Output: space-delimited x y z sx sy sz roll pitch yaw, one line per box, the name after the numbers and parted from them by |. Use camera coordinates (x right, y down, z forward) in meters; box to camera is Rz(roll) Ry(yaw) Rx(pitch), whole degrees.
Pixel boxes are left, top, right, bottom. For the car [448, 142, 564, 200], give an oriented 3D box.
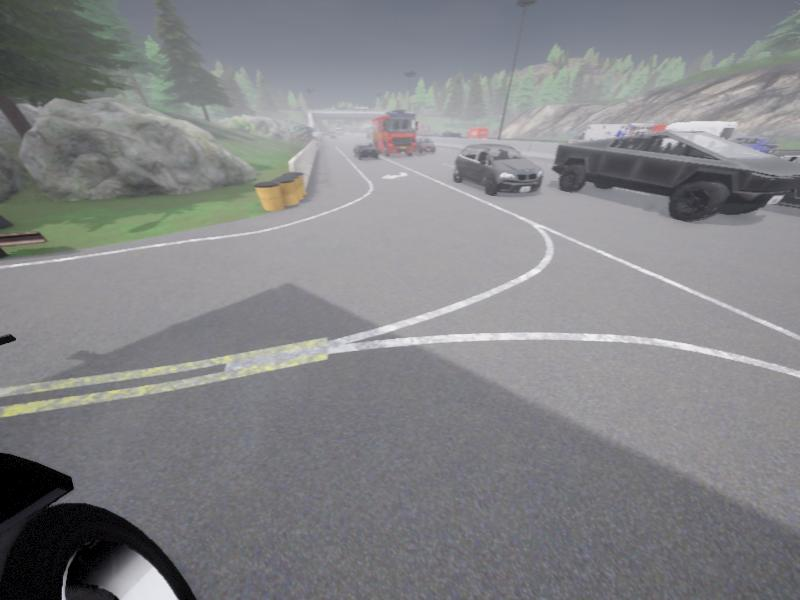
4.268 -6.019 10.445 2.242 1.667 4.611 -10 37 -12 | car

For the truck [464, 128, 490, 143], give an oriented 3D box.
16.336 -35.304 49.417 2.627 2.467 5.204 -10 37 -12 | truck

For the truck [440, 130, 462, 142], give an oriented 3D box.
11.543 -37.640 52.977 2.390 2.098 6.274 -10 37 -12 | truck

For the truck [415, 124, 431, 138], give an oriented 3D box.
8.116 -61.450 83.958 2.891 3.827 8.468 -10 37 -12 | truck

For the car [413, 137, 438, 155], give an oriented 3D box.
2.859 -17.897 26.788 1.816 1.474 4.193 -6 37 -7 | car

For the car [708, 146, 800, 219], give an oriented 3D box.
12.901 -3.107 6.348 2.242 1.667 4.611 -10 37 -12 | car

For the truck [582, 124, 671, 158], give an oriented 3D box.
21.768 -15.713 22.684 2.627 2.467 5.204 -10 38 -12 | truck

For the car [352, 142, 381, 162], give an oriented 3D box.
-3.278 -14.302 22.145 1.895 1.301 4.718 -10 37 -12 | car

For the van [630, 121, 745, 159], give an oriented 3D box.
25.771 -14.763 21.264 1.988 2.561 5.915 -10 37 -13 | van

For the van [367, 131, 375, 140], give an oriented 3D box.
-8.846 -50.172 70.441 1.775 1.987 4.442 -10 37 -12 | van

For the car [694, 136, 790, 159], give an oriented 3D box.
29.875 -13.541 20.436 1.816 1.474 4.193 -10 37 -12 | car

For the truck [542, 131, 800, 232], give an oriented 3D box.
8.657 -4.573 8.048 2.390 2.098 6.274 -10 37 -12 | truck

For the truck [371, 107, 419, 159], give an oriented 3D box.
-0.820 -17.836 24.778 2.891 3.827 8.468 -10 37 -12 | truck

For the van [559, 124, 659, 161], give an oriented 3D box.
18.628 -14.621 21.278 2.351 2.431 6.366 -10 37 -12 | van
